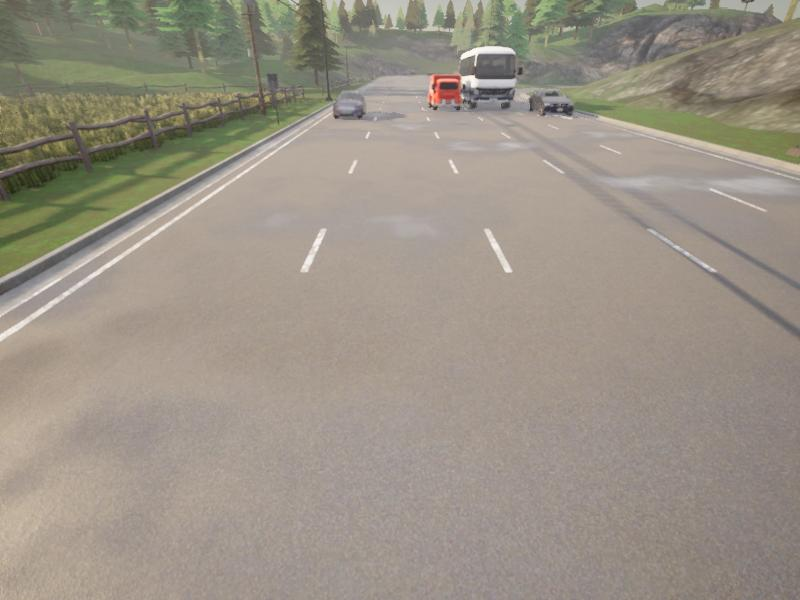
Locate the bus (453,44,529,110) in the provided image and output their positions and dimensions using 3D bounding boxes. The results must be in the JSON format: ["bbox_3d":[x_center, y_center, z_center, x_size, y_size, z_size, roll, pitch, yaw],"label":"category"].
[{"bbox_3d":[7.239,-18.833,34.047,3.944,4.253,10.273,0,29,0],"label":"bus"}]

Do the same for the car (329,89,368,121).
[{"bbox_3d":[-3.386,-13.386,27.297,2.033,1.649,4.856,0,30,0],"label":"car"}]

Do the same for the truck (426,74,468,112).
[{"bbox_3d":[3.617,-16.572,31.931,2.627,2.467,5.204,0,30,0],"label":"truck"}]

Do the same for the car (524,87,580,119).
[{"bbox_3d":[10.736,-14.203,28.703,2.152,1.651,5.027,1,30,1],"label":"car"}]
